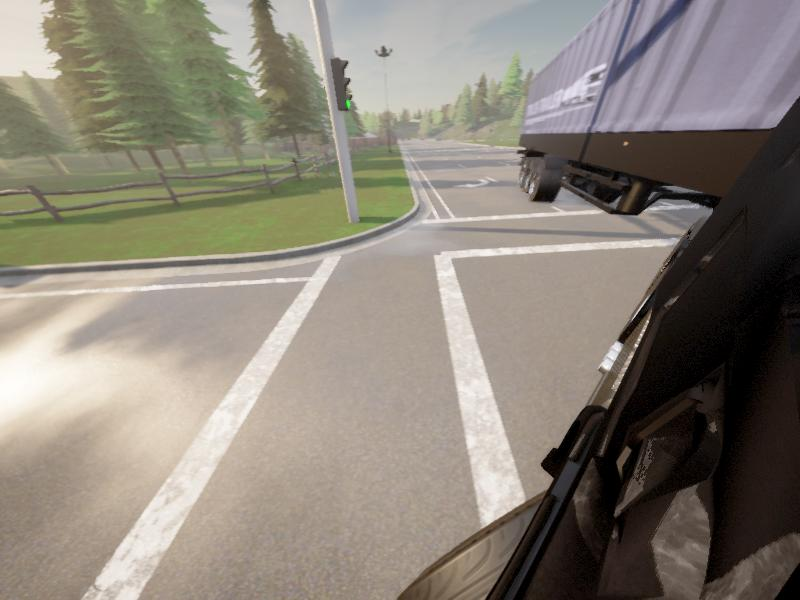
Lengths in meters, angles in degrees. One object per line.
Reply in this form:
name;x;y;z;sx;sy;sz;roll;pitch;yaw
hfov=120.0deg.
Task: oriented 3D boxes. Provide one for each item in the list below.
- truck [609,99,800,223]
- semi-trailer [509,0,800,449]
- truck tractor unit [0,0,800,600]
truck;10.369;-4.499;7.166;2.627;2.467;5.204;-3;35;1
semi-trailer;5.616;-4.576;5.973;2.717;4.402;14.254;7;36;13
truck tractor unit;2.645;-0.295;0.351;6.516;4.208;3.053;-28;44;-30
